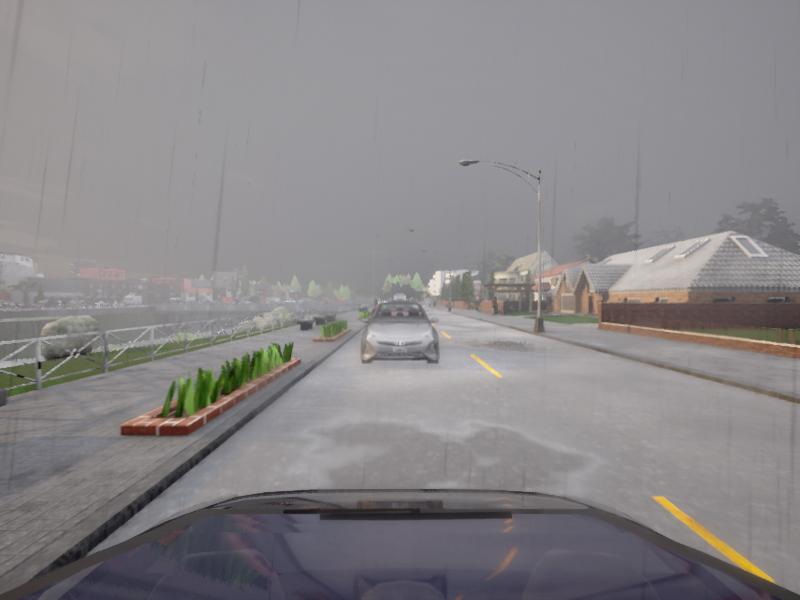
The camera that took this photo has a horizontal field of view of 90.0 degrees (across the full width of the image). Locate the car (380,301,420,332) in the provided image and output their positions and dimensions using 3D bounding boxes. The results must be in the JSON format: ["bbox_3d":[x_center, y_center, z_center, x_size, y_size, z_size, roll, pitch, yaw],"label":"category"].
[{"bbox_3d":[0.005,0.806,22.119,2.007,1.525,4.514,0,0,0],"label":"car"}]

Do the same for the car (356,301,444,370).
[{"bbox_3d":[0.003,0.817,11.308,2.007,1.525,4.514,0,0,0],"label":"car"}]

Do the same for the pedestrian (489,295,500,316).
[{"bbox_3d":[8.712,0.497,36.854,0.751,1.860,0.751,0,0,-4],"label":"pedestrian"}]
